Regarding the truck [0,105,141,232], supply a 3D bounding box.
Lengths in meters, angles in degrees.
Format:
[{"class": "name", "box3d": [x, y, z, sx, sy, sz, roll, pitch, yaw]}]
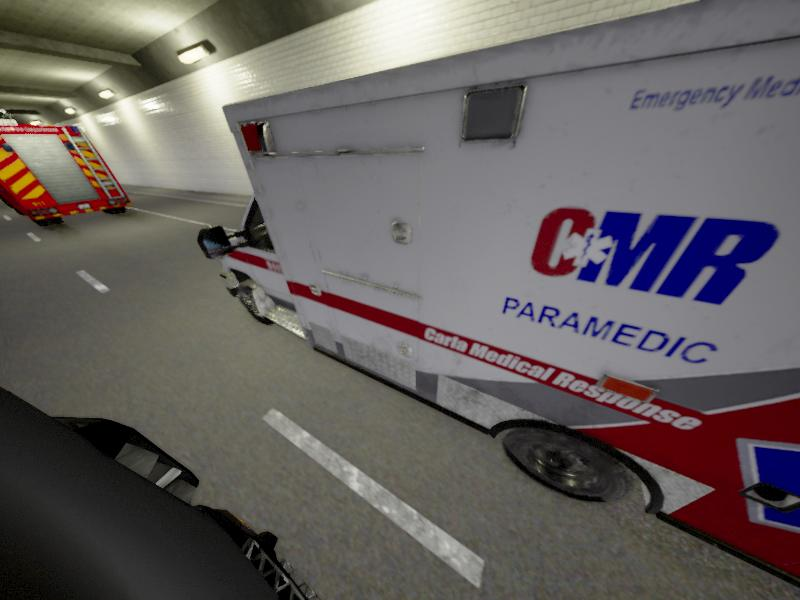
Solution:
[{"class": "truck", "box3d": [-16.625, -5.970, 10.615, 8.468, 3.827, 2.891, 16, 38, 26]}]

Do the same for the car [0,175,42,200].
[{"class": "car", "box3d": [-31.481, -9.138, 18.567, 4.674, 1.442, 1.812, 14, 37, 24]}]

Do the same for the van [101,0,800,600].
[{"class": "van", "box3d": [0.393, -0.483, 2.438, 6.366, 2.431, 2.351, 16, 38, 26]}]
